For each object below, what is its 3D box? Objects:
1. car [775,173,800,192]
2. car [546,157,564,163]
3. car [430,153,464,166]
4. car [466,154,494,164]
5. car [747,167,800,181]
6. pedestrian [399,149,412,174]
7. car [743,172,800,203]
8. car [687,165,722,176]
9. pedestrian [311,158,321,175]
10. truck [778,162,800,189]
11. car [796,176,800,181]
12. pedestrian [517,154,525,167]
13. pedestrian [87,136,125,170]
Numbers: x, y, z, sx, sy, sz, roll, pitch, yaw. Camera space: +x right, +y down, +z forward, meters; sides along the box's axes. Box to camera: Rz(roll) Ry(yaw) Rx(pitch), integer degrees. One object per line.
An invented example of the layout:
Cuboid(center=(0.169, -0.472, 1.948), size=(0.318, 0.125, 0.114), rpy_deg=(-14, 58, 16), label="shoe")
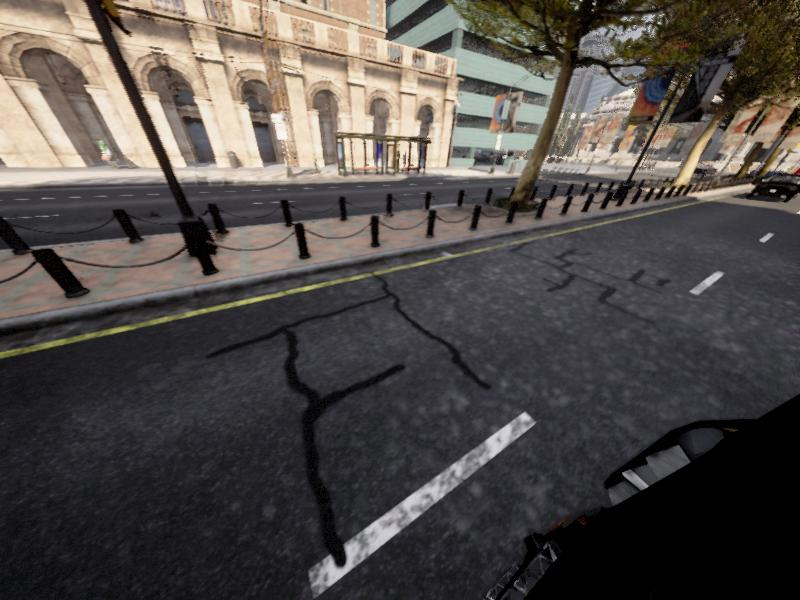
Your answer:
Cuboid(center=(40.076, -11.771, 23.057), size=(3.806, 1.475, 1.970), rpy_deg=(-16, 38, -26), label="car")
Cuboid(center=(49.368, -44.713, 73.559), size=(1.994, 1.385, 4.181), rpy_deg=(-16, 38, -25), label="car")
Cuboid(center=(7.365, -22.034, 36.252), size=(4.786, 1.482, 2.161), rpy_deg=(-16, 38, -26), label="car")
Cuboid(center=(15.320, -27.000, 44.212), size=(4.902, 1.511, 2.128), rpy_deg=(-16, 38, -26), label="car")
Cuboid(center=(67.519, -22.830, 41.705), size=(2.152, 1.651, 5.027), rpy_deg=(-16, 38, -26), label="car")
Cuboid(center=(0.485, -12.729, 21.236), size=(0.751, 1.860, 0.751), rpy_deg=(-16, 38, -26), label="pedestrian")
Cuboid(center=(27.782, -8.287, 16.831), size=(5.238, 1.638, 1.930), rpy_deg=(-16, 38, -26), label="car")
Cuboid(center=(54.548, -23.227, 41.392), size=(5.357, 1.411, 2.033), rpy_deg=(-12, 36, -21), label="car")
Cuboid(center=(-6.480, -10.320, 17.827), size=(0.500, 1.100, 0.500), rpy_deg=(-20, 39, -30), label="pedestrian")
Cuboid(center=(45.728, -13.816, 25.619), size=(5.204, 2.467, 2.627), rpy_deg=(-16, 38, -26), label="truck")
Cuboid(center=(67.167, -19.382, 36.291), size=(2.242, 1.667, 4.611), rpy_deg=(-16, 38, -26), label="car")
Cuboid(center=(20.004, -23.113, 38.220), size=(0.751, 1.860, 0.751), rpy_deg=(17, 36, 21), label="pedestrian")
Cuboid(center=(-19.957, -9.989, 15.752), size=(0.751, 1.860, 0.751), rpy_deg=(-16, 38, -26), label="pedestrian")
